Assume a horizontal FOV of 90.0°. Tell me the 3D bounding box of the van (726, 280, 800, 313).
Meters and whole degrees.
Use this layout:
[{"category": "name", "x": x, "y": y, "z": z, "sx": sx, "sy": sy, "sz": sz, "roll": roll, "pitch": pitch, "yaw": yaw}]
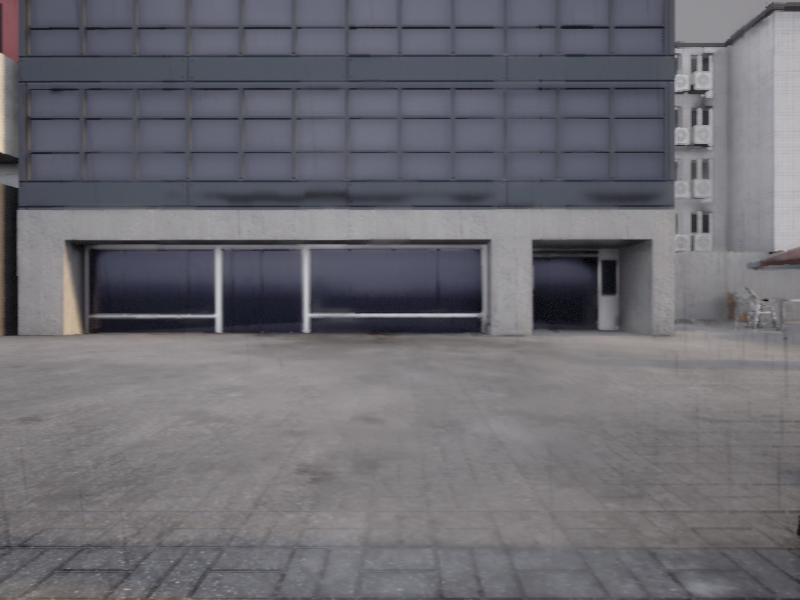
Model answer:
[{"category": "van", "x": 31.240, "y": -0.296, "z": 34.100, "sx": 1.988, "sy": 2.561, "sz": 5.915, "roll": 0, "pitch": 1, "yaw": 0}]
